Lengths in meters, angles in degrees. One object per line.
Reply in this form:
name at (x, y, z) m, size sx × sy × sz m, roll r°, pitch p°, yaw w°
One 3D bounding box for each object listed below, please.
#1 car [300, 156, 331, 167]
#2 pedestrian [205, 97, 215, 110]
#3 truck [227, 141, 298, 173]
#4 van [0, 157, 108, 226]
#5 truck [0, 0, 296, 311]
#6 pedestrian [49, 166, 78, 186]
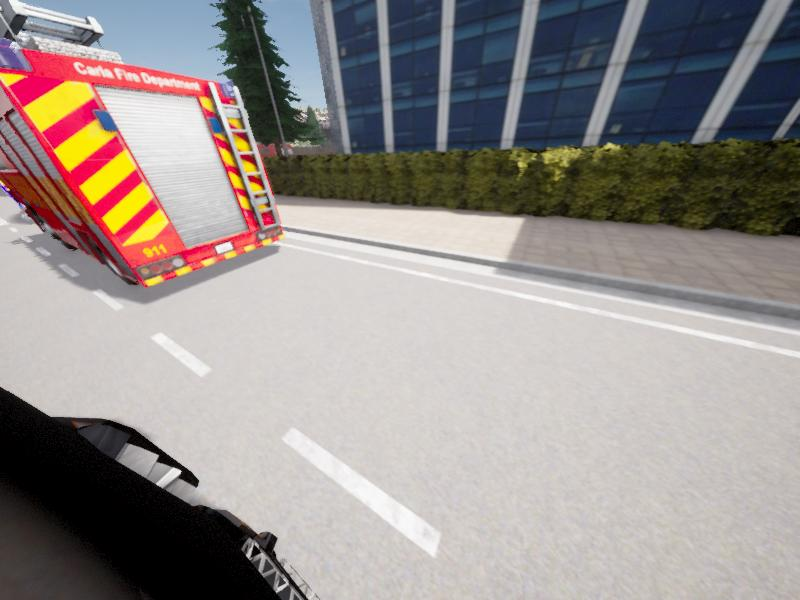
car at (-15.702, -25.867, 43.174) m, size 2.033 × 1.411 × 5.357 m, roll 16°, pitch 37°, yaw 25°
pedestrian at (-37.832, -39.114, 46.034) m, size 0.751 × 1.860 × 0.751 m, roll 15°, pitch 37°, yaw 25°
truck at (-20.594, -22.024, 35.443) m, size 2.891 × 3.827 × 8.468 m, roll 16°, pitch 37°, yaw 25°
van at (-18.006, -5.941, 12.075) m, size 6.366 × 2.431 × 2.351 m, roll 25°, pitch 43°, yaw 34°
truck at (-7.211, -3.148, 5.824) m, size 8.468 × 3.827 × 2.891 m, roll 16°, pitch 37°, yaw 26°
pedestrian at (-36.165, -13.319, 24.834) m, size 0.751 × 1.860 × 0.751 m, roll 7°, pitch 34°, yaw 14°
